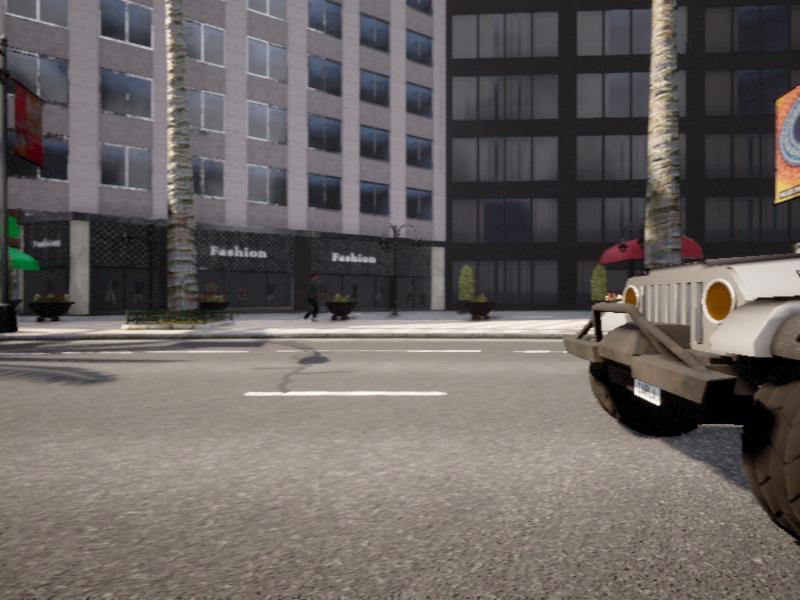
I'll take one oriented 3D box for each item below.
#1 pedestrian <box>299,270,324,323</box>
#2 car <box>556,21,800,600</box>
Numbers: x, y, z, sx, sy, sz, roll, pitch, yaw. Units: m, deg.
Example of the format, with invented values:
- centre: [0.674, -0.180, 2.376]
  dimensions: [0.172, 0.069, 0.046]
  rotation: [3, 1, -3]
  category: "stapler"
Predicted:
- centre: [-3.162, -0.125, 14.371]
  dimensions: [0.751, 1.860, 0.751]
  rotation: [0, 0, -2]
  category: "pedestrian"
- centre: [3.091, 0.045, 2.078]
  dimensions: [3.866, 1.878, 1.905]
  rotation: [0, 0, 5]
  category: "car"
